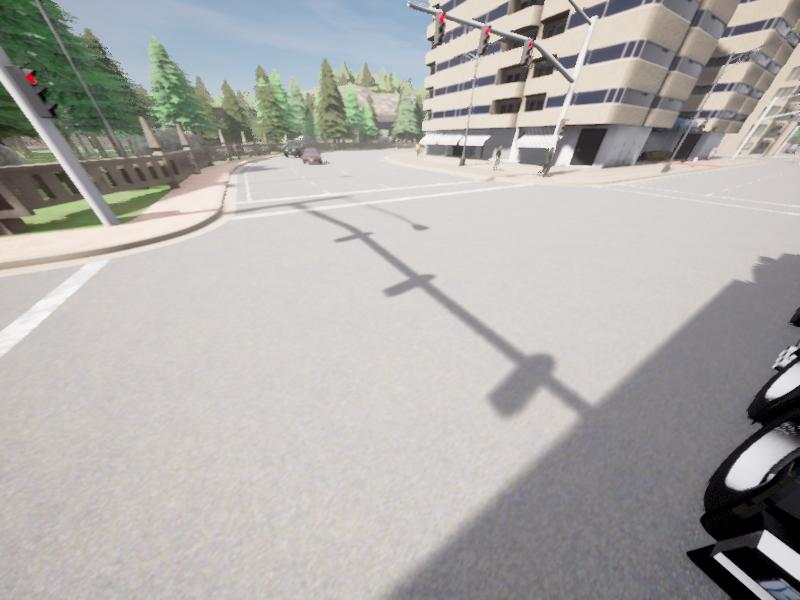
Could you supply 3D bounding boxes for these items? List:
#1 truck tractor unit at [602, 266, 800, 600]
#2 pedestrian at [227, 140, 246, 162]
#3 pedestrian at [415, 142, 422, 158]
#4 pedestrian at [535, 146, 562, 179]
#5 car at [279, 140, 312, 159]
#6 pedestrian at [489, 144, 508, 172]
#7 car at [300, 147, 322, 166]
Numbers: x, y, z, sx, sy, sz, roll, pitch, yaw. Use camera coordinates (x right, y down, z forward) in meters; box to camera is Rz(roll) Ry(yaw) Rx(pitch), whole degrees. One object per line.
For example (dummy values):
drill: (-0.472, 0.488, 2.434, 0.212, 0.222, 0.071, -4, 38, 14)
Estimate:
truck tractor unit: (5.113, -0.297, 0.790, 6.516, 4.208, 3.053, -18, 38, -24)
pedestrian: (-16.688, -15.211, 23.644, 0.751, 1.860, 0.751, -3, 35, -5)
pedestrian: (2.498, -20.774, 31.959, 0.751, 1.860, 0.751, -2, 35, -4)
pedestrian: (10.023, -9.355, 15.675, 0.751, 1.860, 0.751, -18, 39, -25)
car: (-14.645, -21.454, 32.817, 2.150, 2.045, 5.566, 0, 34, -1)
pedestrian: (7.904, -11.450, 18.620, 0.751, 1.860, 0.751, -18, 39, -25)
car: (-9.386, -15.353, 24.640, 1.812, 1.442, 4.674, -9, 36, -13)
